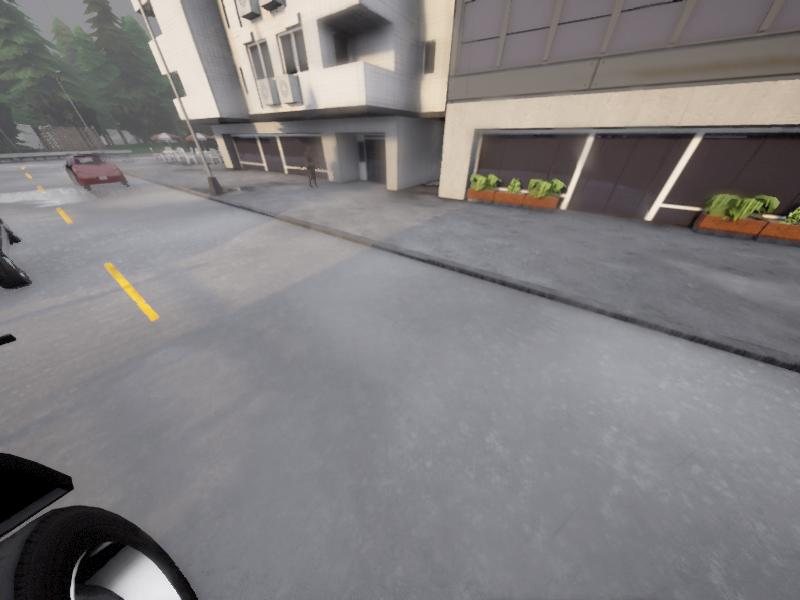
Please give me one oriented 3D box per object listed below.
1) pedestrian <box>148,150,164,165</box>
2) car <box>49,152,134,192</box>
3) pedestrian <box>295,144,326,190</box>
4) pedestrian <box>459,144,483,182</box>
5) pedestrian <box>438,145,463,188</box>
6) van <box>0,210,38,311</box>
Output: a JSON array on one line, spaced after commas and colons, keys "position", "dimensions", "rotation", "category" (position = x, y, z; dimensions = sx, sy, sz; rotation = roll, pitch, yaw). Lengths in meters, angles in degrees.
[{"position": [-22.242, -12.990, 21.074], "dimensions": [0.500, 1.100, 0.500], "rotation": [23, 41, 29], "category": "pedestrian"}, {"position": [-16.495, -6.961, 12.387], "dimensions": [3.633, 1.501, 1.845], "rotation": [22, 41, 28], "category": "car"}, {"position": [-4.299, -6.446, 11.220], "dimensions": [0.751, 1.860, 0.751], "rotation": [28, 43, 33], "category": "pedestrian"}, {"position": [4.184, -8.094, 13.685], "dimensions": [0.751, 1.860, 0.751], "rotation": [27, 43, 33], "category": "pedestrian"}, {"position": [2.628, -6.990, 12.105], "dimensions": [0.751, 1.860, 0.751], "rotation": [30, 45, 35], "category": "pedestrian"}, {"position": [-9.079, -1.556, 3.880], "dimensions": [5.915, 2.561, 1.988], "rotation": [22, 40, 28], "category": "van"}]
